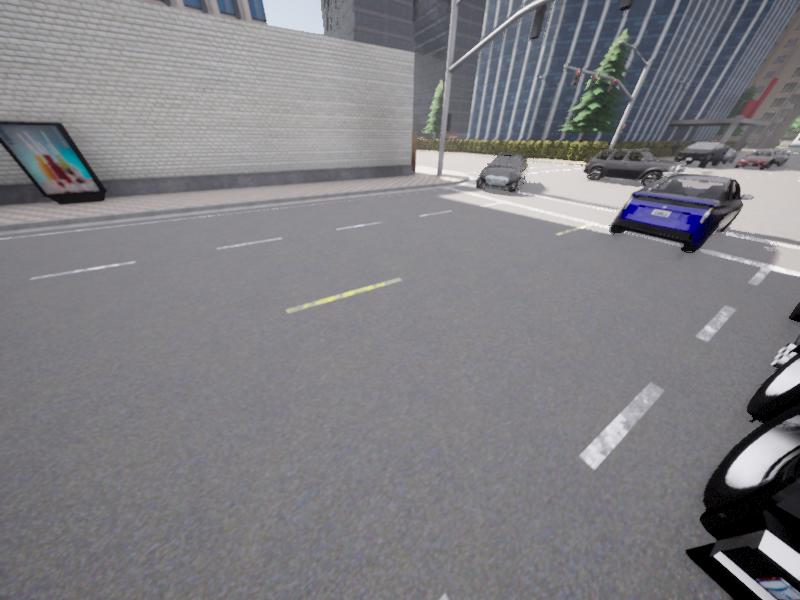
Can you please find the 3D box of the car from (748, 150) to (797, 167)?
[{"bbox_3d":[40.089,-15.269,24.855,4.181,1.385,1.994,-19,40,-25],"label":"car"}]

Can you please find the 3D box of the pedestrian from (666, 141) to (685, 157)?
[{"bbox_3d":[38.811,-21.219,32.540,0.751,1.860,0.751,-13,37,-18],"label":"pedestrian"}]

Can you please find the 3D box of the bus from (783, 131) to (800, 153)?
[{"bbox_3d":[91.638,-33.354,48.654,3.944,4.253,10.273,-18,39,-24],"label":"bus"}]

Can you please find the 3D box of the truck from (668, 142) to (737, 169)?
[{"bbox_3d":[30.729,-14.824,23.486,6.274,2.098,2.390,-18,39,-24],"label":"truck"}]

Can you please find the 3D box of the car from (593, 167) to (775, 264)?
[{"bbox_3d":[7.898,-2.627,6.448,4.514,1.525,2.007,-21,40,-27],"label":"car"}]

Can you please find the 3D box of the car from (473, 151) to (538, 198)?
[{"bbox_3d":[5.861,-7.050,12.620,2.033,1.649,4.856,21,40,24],"label":"car"}]

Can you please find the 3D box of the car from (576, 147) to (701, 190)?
[{"bbox_3d":[14.138,-8.186,14.136,1.932,1.855,4.605,-18,39,-24],"label":"car"}]

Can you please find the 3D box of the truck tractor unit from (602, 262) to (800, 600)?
[{"bbox_3d":[5.109,-0.303,0.779,6.516,4.208,3.053,-18,39,-24],"label":"truck tractor unit"}]

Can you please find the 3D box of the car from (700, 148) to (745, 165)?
[{"bbox_3d":[37.533,-16.786,26.911,4.674,1.442,1.812,-18,39,-24],"label":"car"}]

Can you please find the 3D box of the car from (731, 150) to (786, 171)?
[{"bbox_3d":[34.033,-13.321,21.935,4.193,1.474,1.816,-18,39,-24],"label":"car"}]
